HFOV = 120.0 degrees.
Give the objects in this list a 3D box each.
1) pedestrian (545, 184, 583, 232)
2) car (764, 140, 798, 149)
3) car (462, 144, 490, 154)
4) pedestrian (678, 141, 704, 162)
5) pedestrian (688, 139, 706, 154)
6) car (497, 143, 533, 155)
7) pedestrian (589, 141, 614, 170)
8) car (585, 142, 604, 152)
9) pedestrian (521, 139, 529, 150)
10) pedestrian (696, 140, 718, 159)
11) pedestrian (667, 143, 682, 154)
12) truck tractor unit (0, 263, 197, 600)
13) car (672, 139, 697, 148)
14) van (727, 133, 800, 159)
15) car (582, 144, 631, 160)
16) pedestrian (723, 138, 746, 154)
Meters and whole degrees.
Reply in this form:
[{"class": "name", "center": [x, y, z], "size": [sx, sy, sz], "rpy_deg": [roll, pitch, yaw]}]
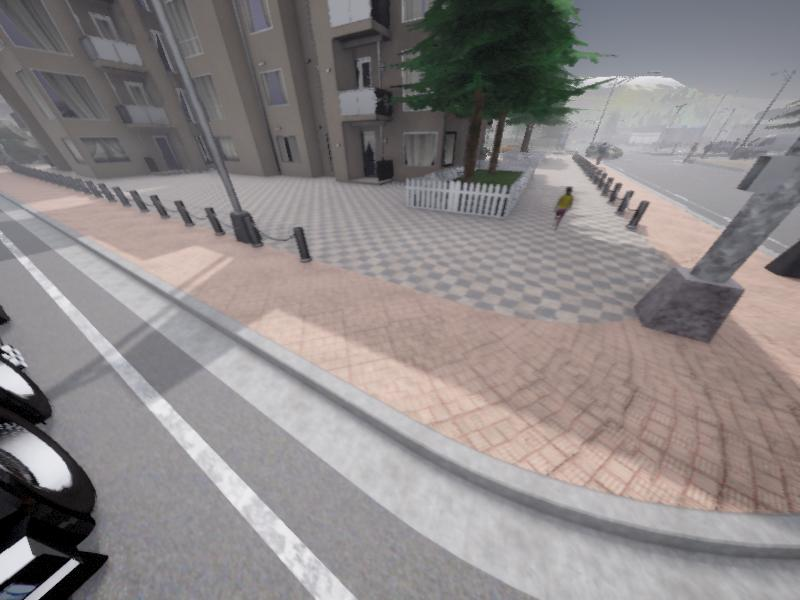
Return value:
[{"class": "pedestrian", "center": [4.411, -2.507, 6.285], "size": [0.500, 1.100, 0.500], "rpy_deg": [16, 38, 23]}, {"class": "car", "center": [75.653, -30.978, 45.933], "size": [1.845, 1.501, 3.633], "rpy_deg": [17, 39, 23]}, {"class": "car", "center": [13.373, -26.763, 40.917], "size": [4.193, 1.474, 1.816], "rpy_deg": [17, 39, 23]}, {"class": "pedestrian", "center": [31.276, -15.946, 24.851], "size": [0.751, 1.860, 0.751], "rpy_deg": [14, 38, 20]}, {"class": "pedestrian", "center": [43.792, -22.690, 34.081], "size": [0.751, 1.860, 0.751], "rpy_deg": [18, 39, 24]}, {"class": "car", "center": [19.041, -25.030, 38.312], "size": [5.008, 1.535, 1.882], "rpy_deg": [17, 39, 24]}, {"class": "pedestrian", "center": [15.884, -11.429, 18.286], "size": [0.751, 1.860, 0.751], "rpy_deg": [17, 39, 23]}, {"class": "car", "center": [37.902, -29.882, 45.086], "size": [2.007, 1.525, 4.514], "rpy_deg": [17, 38, 23]}, {"class": "pedestrian", "center": [25.442, -31.568, 46.961], "size": [0.751, 1.860, 0.751], "rpy_deg": [-27, 43, -32]}, {"class": "pedestrian", "center": [37.451, -18.351, 28.201], "size": [0.751, 1.860, 0.751], "rpy_deg": [29, 44, 35]}, {"class": "pedestrian", "center": [41.145, -22.690, 34.621], "size": [0.751, 1.300, 0.751], "rpy_deg": [-3, 35, -3]}, {"class": "truck tractor unit", "center": [-5.115, -0.296, 0.781], "size": [6.516, 4.208, 3.053], "rpy_deg": [18, 39, 24]}, {"class": "car", "center": [68.986, -38.051, 56.168], "size": [2.152, 1.636, 5.027], "rpy_deg": [17, 39, 23]}, {"class": "van", "center": [46.574, -19.188, 28.746], "size": [5.915, 2.561, 1.988], "rpy_deg": [17, 39, 23]}, {"class": "car", "center": [26.904, -19.544, 30.374], "size": [2.007, 1.525, 4.514], "rpy_deg": [-4, 35, -5]}, {"class": "pedestrian", "center": [46.927, -21.559, 32.424], "size": [0.751, 1.860, 0.751], "rpy_deg": [0, 35, 1]}]
